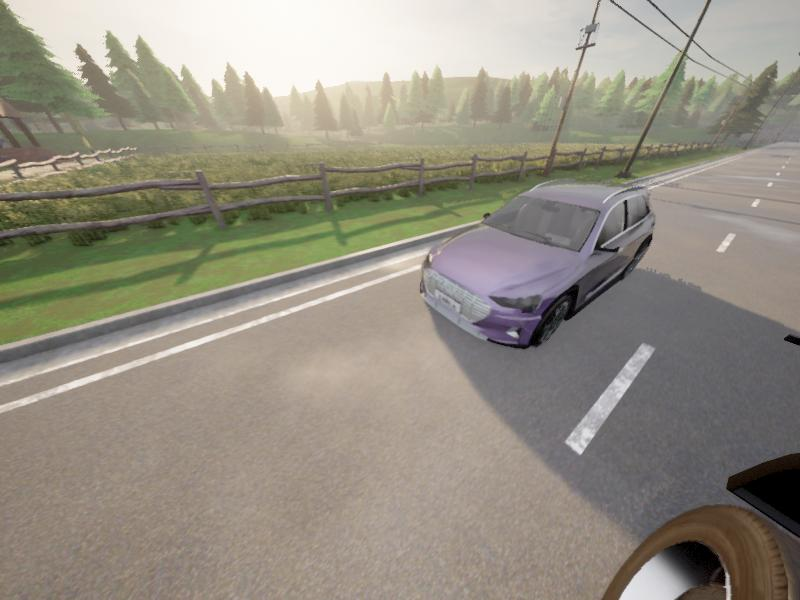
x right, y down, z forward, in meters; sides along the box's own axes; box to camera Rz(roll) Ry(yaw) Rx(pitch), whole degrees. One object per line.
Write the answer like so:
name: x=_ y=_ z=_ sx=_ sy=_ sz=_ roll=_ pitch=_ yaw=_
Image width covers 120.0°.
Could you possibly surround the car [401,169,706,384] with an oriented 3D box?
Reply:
car: x=2.588 y=-1.022 z=3.918 sx=4.856 sy=1.649 sz=2.033 roll=-22 pitch=41 yaw=-28
